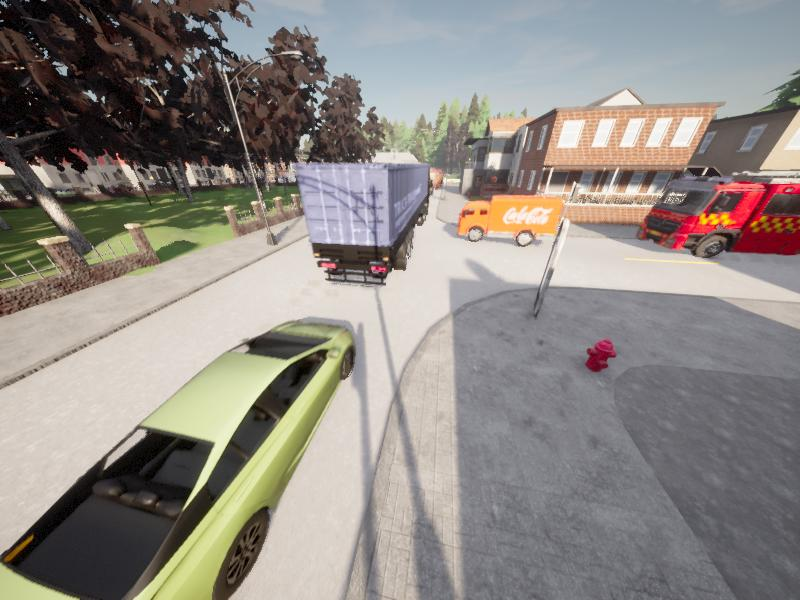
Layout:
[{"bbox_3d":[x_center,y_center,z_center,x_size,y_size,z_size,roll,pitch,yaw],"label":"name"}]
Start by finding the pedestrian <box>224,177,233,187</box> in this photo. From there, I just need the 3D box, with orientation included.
[{"bbox_3d":[-37.770,-26.014,50.949,0.751,1.860,0.751,6,31,10],"label":"pedestrian"}]

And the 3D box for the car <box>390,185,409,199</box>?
[{"bbox_3d":[-0.005,-16.512,35.211,2.033,1.411,5.357,5,30,8],"label":"car"}]

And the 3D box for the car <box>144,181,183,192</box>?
[{"bbox_3d":[-44.278,-21.282,43.373,1.837,1.490,4.892,5,30,8],"label":"car"}]

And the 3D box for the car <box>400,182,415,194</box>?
[{"bbox_3d":[1.399,-20.204,41.419,1.801,1.575,5.366,5,30,9],"label":"car"}]

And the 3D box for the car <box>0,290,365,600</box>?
[{"bbox_3d":[-2.283,1.631,3.654,2.007,1.525,4.514,5,30,9],"label":"car"}]

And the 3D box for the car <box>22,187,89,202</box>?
[{"bbox_3d":[-46.697,-14.440,31.490,2.007,1.525,4.514,5,30,9],"label":"car"}]

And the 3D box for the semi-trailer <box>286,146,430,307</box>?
[{"bbox_3d":[-0.297,-5.312,12.783,2.717,4.402,14.254,5,30,9],"label":"semi-trailer"}]

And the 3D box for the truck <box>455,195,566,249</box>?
[{"bbox_3d":[6.196,-4.813,13.816,5.204,2.467,2.627,8,31,18],"label":"truck"}]

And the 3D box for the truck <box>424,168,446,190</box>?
[{"bbox_3d":[7.554,-25.944,49.119,2.891,3.827,8.468,9,31,15],"label":"truck"}]

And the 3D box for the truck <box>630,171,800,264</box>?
[{"bbox_3d":[18.035,-4.151,11.371,8.468,3.827,2.891,5,30,9],"label":"truck"}]

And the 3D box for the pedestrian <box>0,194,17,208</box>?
[{"bbox_3d":[-43.105,-10.780,25.120,0.751,1.300,0.751,5,30,9],"label":"pedestrian"}]

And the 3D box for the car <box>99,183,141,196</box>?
[{"bbox_3d":[-45.449,-17.993,37.616,1.789,1.549,3.705,5,30,9],"label":"car"}]

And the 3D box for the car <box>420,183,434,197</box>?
[{"bbox_3d":[4.389,-17.567,36.826,1.851,1.617,3.988,5,30,9],"label":"car"}]

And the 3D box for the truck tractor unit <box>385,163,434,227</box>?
[{"bbox_3d":[1.066,-9.130,19.584,3.053,4.208,6.516,5,31,9],"label":"truck tractor unit"}]
